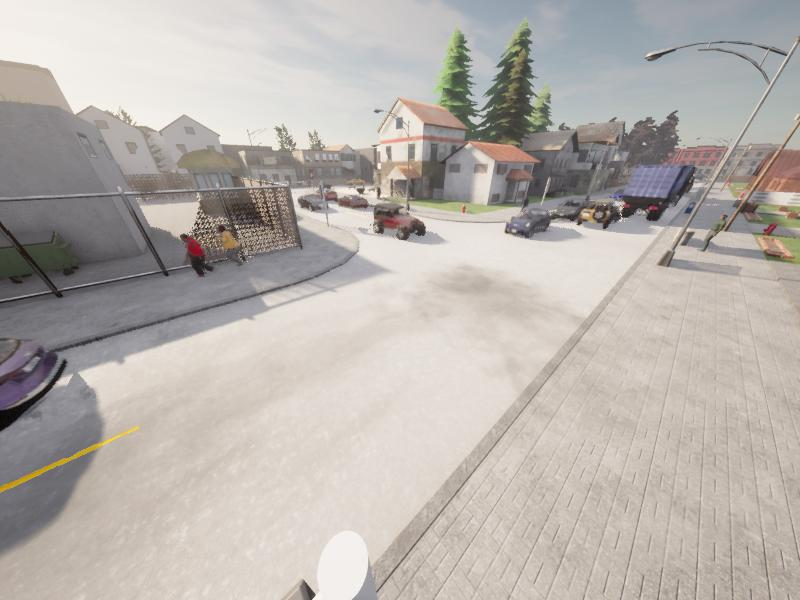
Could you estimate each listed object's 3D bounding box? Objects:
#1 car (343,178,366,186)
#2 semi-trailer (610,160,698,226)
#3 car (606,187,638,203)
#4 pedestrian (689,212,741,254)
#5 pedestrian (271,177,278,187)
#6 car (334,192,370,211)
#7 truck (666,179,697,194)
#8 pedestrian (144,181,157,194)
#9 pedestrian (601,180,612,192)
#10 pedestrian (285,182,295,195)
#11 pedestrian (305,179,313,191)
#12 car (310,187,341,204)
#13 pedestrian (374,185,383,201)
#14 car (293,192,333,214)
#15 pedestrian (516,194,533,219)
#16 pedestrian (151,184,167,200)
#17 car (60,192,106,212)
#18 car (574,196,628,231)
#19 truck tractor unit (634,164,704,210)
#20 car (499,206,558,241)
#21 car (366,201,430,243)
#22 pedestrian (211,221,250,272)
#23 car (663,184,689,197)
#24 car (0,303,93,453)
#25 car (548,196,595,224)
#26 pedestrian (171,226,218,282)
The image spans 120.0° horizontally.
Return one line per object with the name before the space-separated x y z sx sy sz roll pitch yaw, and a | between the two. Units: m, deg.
car | -11.225 -29.181 56.967 5.366 1.575 1.801 -24 38 -35
semi-trailer | 24.339 -10.512 21.792 14.254 4.402 2.717 -23 37 -34
car | 29.588 -14.025 30.771 4.514 1.525 2.007 -23 37 -34
pedestrian | 16.017 -3.428 11.827 0.751 1.860 0.751 20 35 30
pedestrian | -27.924 -26.261 51.373 0.751 1.860 0.751 -23 37 -34
car | -5.423 -11.160 25.967 1.994 1.385 4.181 -24 38 -35
truck | 49.349 -19.950 40.461 6.274 2.098 2.390 -23 37 -34
pedestrian | -41.049 -18.575 38.062 0.751 1.860 0.751 -20 36 -31
pedestrian | 36.765 -20.317 41.080 0.751 1.860 0.751 -23 37 -34
pedestrian | -18.085 -18.398 37.963 0.751 1.860 0.751 12 32 19
pedestrian | -16.525 -20.822 41.936 0.751 1.860 0.751 7 31 12
car | -9.926 -13.902 30.558 2.007 1.525 4.514 -23 37 -34
pedestrian | -2.789 -13.818 29.823 0.751 1.860 0.751 -23 37 -34
car | -9.255 -10.369 24.454 2.128 1.511 4.902 -23 37 -34
pedestrian | 10.668 -8.063 19.856 0.751 1.860 0.751 11 32 18
pedestrian | -32.773 -14.742 31.424 0.751 1.860 0.751 -19 35 -29
car | -33.330 -10.450 24.440 1.816 1.474 4.193 -23 37 -34
car | 15.813 -6.939 18.146 4.605 1.855 1.932 -25 38 -35
truck tractor unit | 30.436 -12.950 26.207 6.516 4.208 3.053 -21 36 -32
car | 8.677 -5.263 15.592 3.633 1.501 1.845 -23 37 -34
car | -0.220 -5.288 15.274 1.905 1.878 3.866 -26 39 -37
pedestrian | -7.164 -2.277 9.815 0.751 1.860 0.751 -22 37 -33
car | 43.629 -17.307 36.445 5.008 1.535 1.882 -23 37 -34
car | -8.494 1.931 3.034 4.856 1.649 2.033 -22 37 -33
car | 14.926 -7.917 20.112 3.988 1.617 1.851 -23 37 -34
pedestrian | -7.918 -1.780 8.954 0.751 1.860 0.751 -21 36 -32
